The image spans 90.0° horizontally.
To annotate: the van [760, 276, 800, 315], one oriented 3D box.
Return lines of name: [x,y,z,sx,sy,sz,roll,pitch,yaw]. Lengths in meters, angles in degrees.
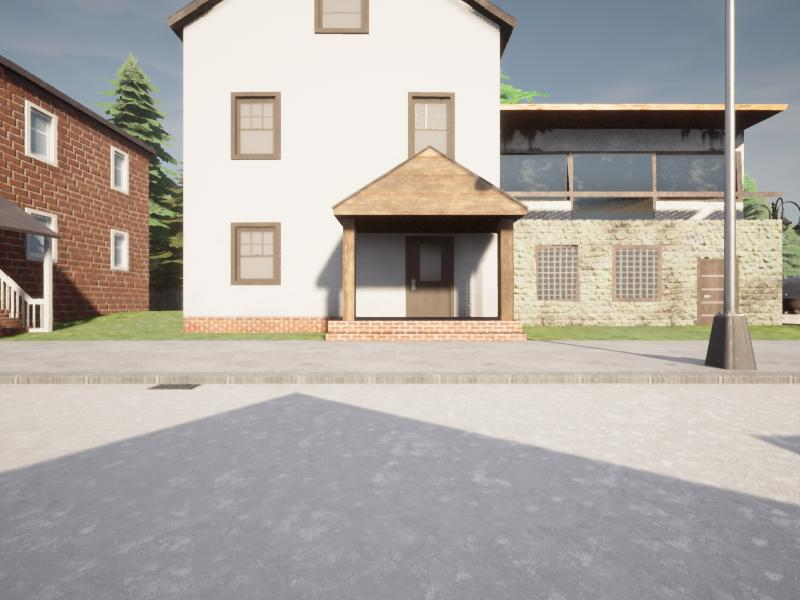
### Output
van: [27.135,-0.279,26.101,1.988,2.561,5.915,0,0,0]
